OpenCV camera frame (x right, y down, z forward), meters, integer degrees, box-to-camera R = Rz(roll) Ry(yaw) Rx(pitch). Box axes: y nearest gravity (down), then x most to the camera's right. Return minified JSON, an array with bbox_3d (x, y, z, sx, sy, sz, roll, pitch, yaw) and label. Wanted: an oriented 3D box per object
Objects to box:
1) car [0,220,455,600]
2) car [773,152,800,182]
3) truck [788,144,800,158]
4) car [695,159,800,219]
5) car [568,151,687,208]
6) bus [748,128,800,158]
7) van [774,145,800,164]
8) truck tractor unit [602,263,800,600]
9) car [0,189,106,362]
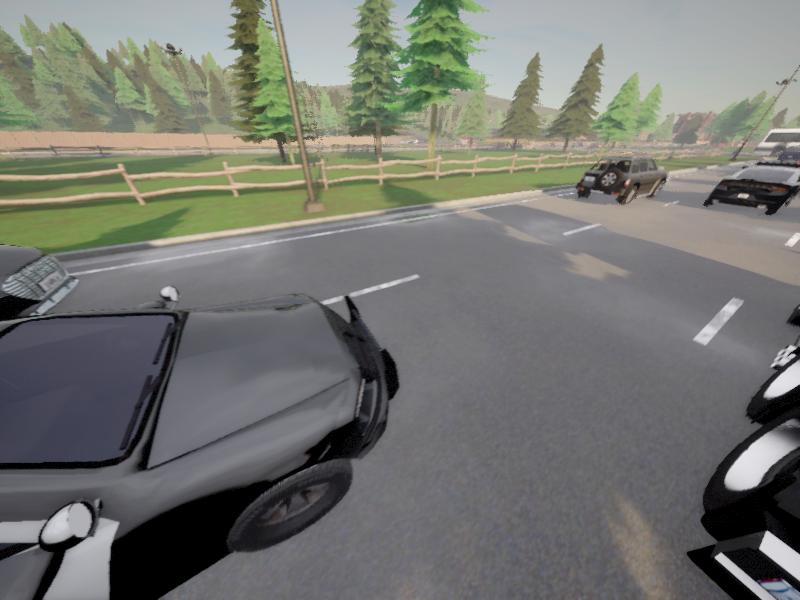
[{"bbox_3d":[-2.390,0.936,1.303,4.974,1.542,2.038,-18,39,-24],"label":"car"},{"bbox_3d":[30.445,-9.791,16.951,4.611,1.667,2.242,-18,39,-24],"label":"car"},{"bbox_3d":[75.067,-26.272,40.742,2.390,2.098,6.274,-18,39,-24],"label":"truck"},{"bbox_3d":[15.213,-4.828,9.681,5.238,1.638,1.930,-18,39,-24],"label":"car"},{"bbox_3d":[10.381,-5.662,10.623,4.605,1.855,1.932,-18,39,-24],"label":"car"},{"bbox_3d":[71.086,-27.277,40.259,3.944,4.253,10.273,-18,39,-24],"label":"bus"},{"bbox_3d":[52.536,-19.405,30.730,4.442,1.987,1.775,-18,39,-25],"label":"van"},{"bbox_3d":[5.113,-0.296,0.792,6.516,4.208,3.053,-18,39,-24],"label":"truck tractor unit"},{"bbox_3d":[-7.263,0.173,2.266,4.856,1.649,2.033,-18,39,-24],"label":"car"}]
